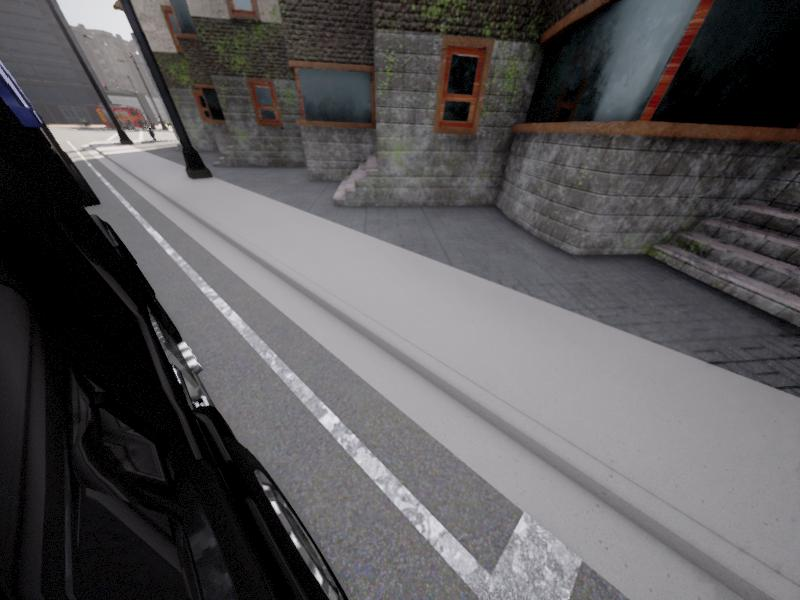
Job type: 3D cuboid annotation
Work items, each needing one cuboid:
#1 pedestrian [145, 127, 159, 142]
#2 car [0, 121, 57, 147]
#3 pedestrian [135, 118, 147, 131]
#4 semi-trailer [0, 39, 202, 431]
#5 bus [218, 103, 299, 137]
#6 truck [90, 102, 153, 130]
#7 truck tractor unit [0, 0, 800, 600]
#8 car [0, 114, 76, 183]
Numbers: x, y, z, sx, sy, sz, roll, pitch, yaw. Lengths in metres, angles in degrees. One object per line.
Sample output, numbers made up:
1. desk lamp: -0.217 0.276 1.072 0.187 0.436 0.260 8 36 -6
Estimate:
1. pedestrian: -24.184 -16.143 22.535 0.500 1.100 0.500 -28 46 -34
2. car: -29.339 -13.175 18.326 4.674 1.442 1.812 28 44 30
3. pedestrian: -46.350 -31.416 41.371 0.751 1.860 0.751 -25 45 -32
4. semi-trailer: -8.732 -3.575 4.204 14.254 4.402 2.717 28 43 30
5. bus: -23.686 -30.675 39.572 10.273 4.253 3.944 -2 37 -5
6. truck: -54.290 -36.093 45.562 2.891 3.827 8.468 -6 38 -11
7. truck tractor unit: -2.645 -0.295 0.351 6.516 4.208 3.053 28 44 30
8. car: -16.339 -6.570 9.775 5.566 2.045 2.150 27 43 30
